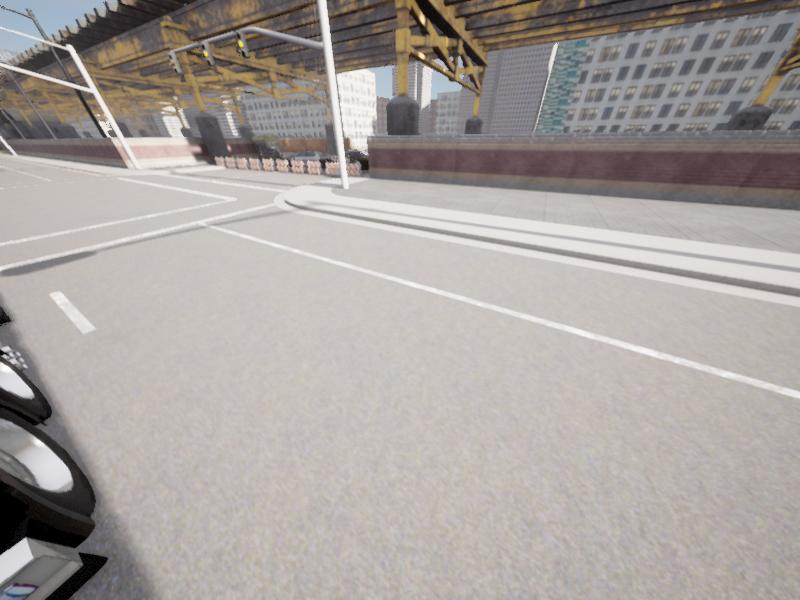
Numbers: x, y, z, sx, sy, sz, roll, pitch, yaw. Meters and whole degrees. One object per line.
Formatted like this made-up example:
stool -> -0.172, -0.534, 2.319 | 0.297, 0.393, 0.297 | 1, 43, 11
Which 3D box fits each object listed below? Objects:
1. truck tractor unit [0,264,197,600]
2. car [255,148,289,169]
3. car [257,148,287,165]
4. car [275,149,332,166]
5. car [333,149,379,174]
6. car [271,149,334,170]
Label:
truck tractor unit -> -5.113, -0.297, 0.787 | 6.516, 4.208, 3.053 | 18, 39, 24
car -> -12.983, -14.614, 23.723 | 2.038, 1.542, 4.974 | -10, 36, -13
car -> -12.999, -14.772, 23.674 | 1.853, 1.218, 4.536 | -10, 36, -13
car -> -8.938, -13.451, 21.741 | 4.536, 1.218, 1.853 | -4, 35, -5
car -> -3.947, -12.195, 20.168 | 2.038, 1.542, 4.974 | -19, 39, -25
car -> -8.989, -13.319, 21.826 | 4.974, 1.542, 2.038 | -4, 35, -5
